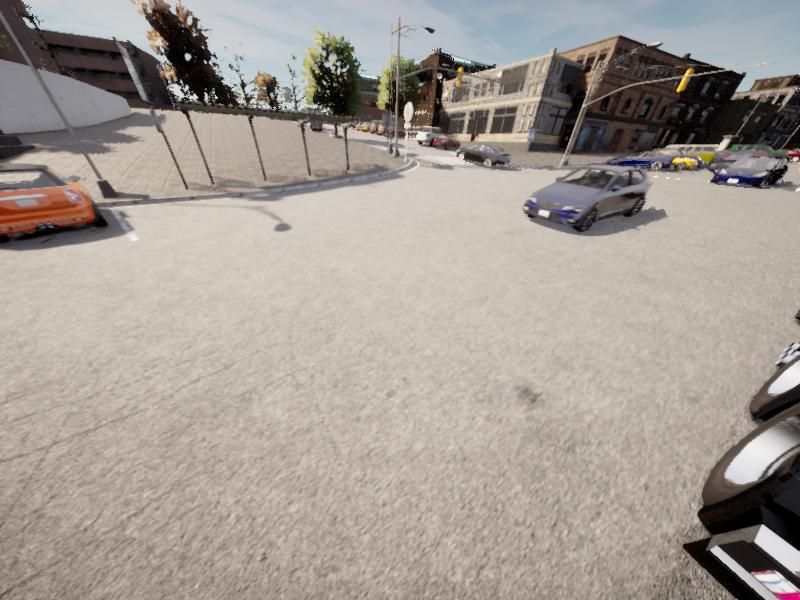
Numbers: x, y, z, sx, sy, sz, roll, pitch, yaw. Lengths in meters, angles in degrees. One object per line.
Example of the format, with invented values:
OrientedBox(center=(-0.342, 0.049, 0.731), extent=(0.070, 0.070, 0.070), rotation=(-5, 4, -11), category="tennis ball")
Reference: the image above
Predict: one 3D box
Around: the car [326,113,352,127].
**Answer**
OrientedBox(center=(-14.140, -42.058, 54.017), extent=(2.435, 2.045, 5.566), rotation=(30, 43, 26), category="car")

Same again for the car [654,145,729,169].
OrientedBox(center=(30.734, -15.336, 24.611), extent=(4.442, 1.987, 1.878), rotation=(29, 43, 36), category="car")

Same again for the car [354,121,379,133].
OrientedBox(center=(-6.365, -33.330, 44.456), extent=(2.002, 1.452, 4.674), rotation=(30, 43, 27), category="car")

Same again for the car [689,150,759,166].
OrientedBox(center=(38.895, -17.240, 27.962), extent=(2.002, 1.452, 4.674), rotation=(-28, 43, -36), category="car")

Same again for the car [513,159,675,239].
OrientedBox(center=(5.912, -3.309, 7.168), extent=(4.193, 1.474, 1.816), rotation=(-18, 40, -22), category="car")

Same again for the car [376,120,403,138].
OrientedBox(center=(-1.793, -28.356, 38.323), extent=(1.878, 1.987, 4.442), rotation=(30, 43, 27), category="car")

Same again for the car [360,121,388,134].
OrientedBox(center=(-4.708, -31.734, 42.586), extent=(1.946, 1.575, 5.366), rotation=(30, 43, 27), category="car")

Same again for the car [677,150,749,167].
OrientedBox(center=(36.138, -16.552, 26.924), extent=(2.002, 1.452, 4.674), rotation=(-29, 43, -36), category="car")

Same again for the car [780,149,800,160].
OrientedBox(center=(66.833, -23.601, 37.519), extent=(2.097, 1.535, 5.008), rotation=(-25, 41, -33), category="car")

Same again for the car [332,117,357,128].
OrientedBox(center=(-12.462, -40.256, 52.361), extent=(1.946, 1.575, 5.366), rotation=(29, 43, 27), category="car")

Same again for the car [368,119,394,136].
OrientedBox(center=(-3.336, -30.067, 40.288), extent=(1.878, 1.987, 4.442), rotation=(30, 43, 27), category="car")

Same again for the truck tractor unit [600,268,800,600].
OrientedBox(center=(5.117, -0.296, 0.749), extent=(6.516, 4.208, 3.053), rotation=(-18, 40, -23), category="truck tractor unit")

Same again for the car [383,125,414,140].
OrientedBox(center=(-0.214, -26.519, 36.574), extent=(2.231, 1.521, 4.892), rotation=(30, 43, 27), category="car")

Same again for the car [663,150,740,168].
OrientedBox(center=(33.387, -15.898, 25.867), extent=(2.231, 1.521, 4.892), rotation=(-29, 43, -36), category="car")

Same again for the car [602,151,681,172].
OrientedBox(center=(22.435, -13.104, 21.717), extent=(4.792, 1.488, 2.163), rotation=(28, 43, 35), category="car")

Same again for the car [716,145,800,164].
OrientedBox(center=(47.230, -19.467, 30.798), extent=(2.435, 2.045, 5.566), rotation=(-27, 42, -35), category="car")

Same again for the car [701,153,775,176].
OrientedBox(center=(28.968, -11.691, 19.814), extent=(5.357, 1.411, 2.033), rotation=(-15, 37, -21), category="car")

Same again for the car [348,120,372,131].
OrientedBox(center=(-7.922, -35.038, 46.414), extent=(2.002, 1.452, 4.674), rotation=(30, 43, 27), category="car")

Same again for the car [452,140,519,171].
OrientedBox(center=(7.043, -12.337, 19.607), extent=(2.128, 1.511, 4.902), rotation=(-21, 46, -30), category="car")

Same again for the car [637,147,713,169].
OrientedBox(center=(27.896, -14.599, 23.680), extent=(4.553, 1.767, 2.185), rotation=(29, 43, 35), category="car")

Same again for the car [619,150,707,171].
OrientedBox(center=(25.326, -13.691, 22.536), extent=(5.366, 1.575, 1.946), rotation=(28, 43, 35), category="car")

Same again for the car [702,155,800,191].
OrientedBox(center=(21.154, -7.706, 13.848), extent=(4.792, 1.488, 2.163), rotation=(-15, 38, -22), category="car")

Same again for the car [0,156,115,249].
OrientedBox(center=(-10.978, -3.178, 6.915), extent=(4.553, 1.767, 2.185), rotation=(25, 41, 32), category="car")
